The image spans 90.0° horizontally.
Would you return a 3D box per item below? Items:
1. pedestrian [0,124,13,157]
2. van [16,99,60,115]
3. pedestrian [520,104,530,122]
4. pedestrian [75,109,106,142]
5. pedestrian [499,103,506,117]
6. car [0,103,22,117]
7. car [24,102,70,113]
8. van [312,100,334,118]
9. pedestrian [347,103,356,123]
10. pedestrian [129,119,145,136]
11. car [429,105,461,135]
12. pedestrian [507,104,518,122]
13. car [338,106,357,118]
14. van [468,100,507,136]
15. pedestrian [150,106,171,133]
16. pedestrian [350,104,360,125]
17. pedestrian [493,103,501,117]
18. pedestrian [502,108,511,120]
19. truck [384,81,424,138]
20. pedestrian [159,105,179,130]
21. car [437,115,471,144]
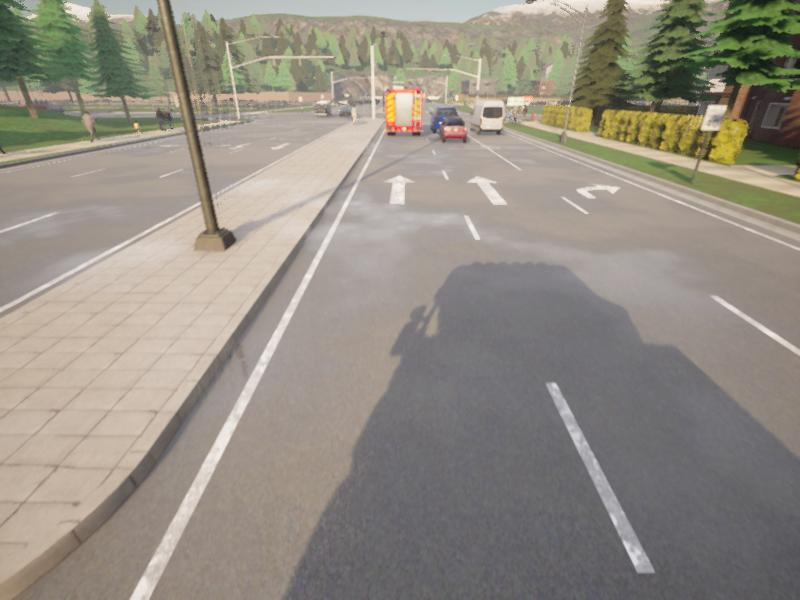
[{"bbox_3d":[-19.727,-7.884,19.242,0.751,1.860,0.751,1,27,1],"label":"pedestrian"},{"bbox_3d":[-53.962,-28.802,59.701,4.442,1.987,1.775,1,27,1],"label":"van"},{"bbox_3d":[14.184,-21.255,45.451,0.751,1.860,0.751,1,27,2],"label":"pedestrian"},{"bbox_3d":[-19.515,-10.983,25.243,0.751,1.860,0.751,0,27,0],"label":"pedestrian"},{"bbox_3d":[14.737,-27.311,57.513,0.751,1.860,0.751,2,27,2],"label":"pedestrian"},{"bbox_3d":[-54.202,-25.440,53.562,4.856,1.649,2.033,1,27,1],"label":"car"},{"bbox_3d":[-55.491,-30.250,62.922,4.974,1.542,2.038,1,27,1],"label":"car"},{"bbox_3d":[-10.762,-26.785,56.099,2.069,2.038,4.480,1,29,1],"label":"van"},{"bbox_3d":[-5.219,-20.159,43.157,0.751,1.860,0.751,0,27,0],"label":"pedestrian"},{"bbox_3d":[-19.068,-12.494,28.999,0.500,1.100,0.500,-1,27,-3],"label":"pedestrian"},{"bbox_3d":[3.832,-15.689,34.768,2.150,2.045,5.566,0,27,0],"label":"car"},{"bbox_3d":[12.734,-21.148,45.212,0.751,1.860,0.751,-2,27,-5],"label":"pedestrian"},{"bbox_3d":[-7.279,-26.142,55.638,1.994,1.385,4.181,1,27,1],"label":"car"},{"bbox_3d":[7.336,-15.641,34.167,1.988,2.561,5.915,0,27,0],"label":"van"},{"bbox_3d":[-18.634,-14.042,31.171,0.751,1.860,0.751,-3,27,-5],"label":"pedestrian"},{"bbox_3d":[-4.521,-18.641,40.225,0.751,1.860,0.751,5,28,9],"label":"pedestrian"},{"bbox_3d":[14.036,-27.530,57.929,0.751,1.860,0.751,1,27,1],"label":"pedestrian"},{"bbox_3d":[13.241,-23.112,49.648,0.751,1.300,0.751,-3,28,-7],"label":"pedestrian"},{"bbox_3d":[0.335,-16.148,33.689,2.891,3.827,8.468,0,27,0],"label":"truck"},{"bbox_3d":[-19.413,-15.345,33.687,0.751,1.860,0.751,3,27,5],"label":"pedestrian"},{"bbox_3d":[3.748,-12.222,28.532,1.851,1.617,3.988,1,27,1],"label":"car"}]
